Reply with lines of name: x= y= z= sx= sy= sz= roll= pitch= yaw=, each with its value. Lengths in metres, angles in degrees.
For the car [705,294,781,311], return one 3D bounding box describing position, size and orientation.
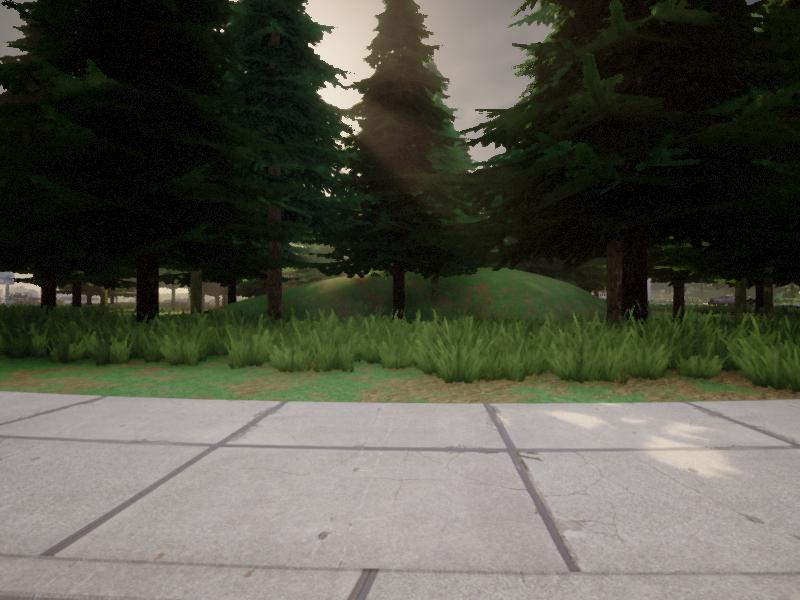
car: x=31.565 y=0.237 z=37.045 sx=2.128 sy=1.511 sz=4.902 roll=0 pitch=0 yaw=-25
